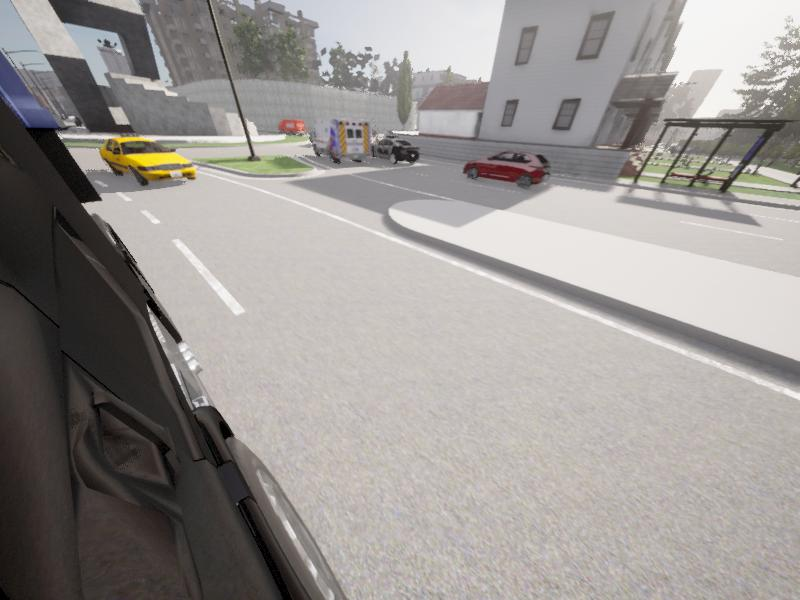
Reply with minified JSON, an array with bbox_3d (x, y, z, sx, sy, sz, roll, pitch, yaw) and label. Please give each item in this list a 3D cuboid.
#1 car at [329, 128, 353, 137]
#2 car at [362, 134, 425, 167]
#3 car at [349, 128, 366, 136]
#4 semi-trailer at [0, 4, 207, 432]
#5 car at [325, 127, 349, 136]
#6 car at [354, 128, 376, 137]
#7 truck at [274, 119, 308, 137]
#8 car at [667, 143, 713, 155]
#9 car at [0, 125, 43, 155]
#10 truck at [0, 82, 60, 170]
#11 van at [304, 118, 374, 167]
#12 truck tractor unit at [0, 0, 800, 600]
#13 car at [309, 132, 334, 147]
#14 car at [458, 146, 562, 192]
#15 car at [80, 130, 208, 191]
[{"bbox_3d":[-12.957,-37.096,51.059,1.812,1.442,4.674,32,46,33],"label":"car"},{"bbox_3d":[-0.651,-11.351,17.350,1.930,1.638,5.238,-23,44,-30],"label":"car"},{"bbox_3d":[-10.399,-41.658,57.218,1.845,1.501,3.633,31,45,32],"label":"car"},{"bbox_3d":[-9.027,-3.355,3.880,14.254,4.402,2.717,24,42,26],"label":"semi-trailer"},{"bbox_3d":[-14.601,-39.138,53.607,2.038,1.542,4.974,31,45,32],"label":"car"},{"bbox_3d":[-8.170,-39.945,55.070,2.038,1.542,4.974,31,45,32],"label":"car"},{"bbox_3d":[-20.851,-32.967,44.233,5.204,2.467,2.627,19,39,20],"label":"truck"},{"bbox_3d":[54.295,-28.395,43.400,2.038,1.542,4.974,-8,38,-14],"label":"car"},{"bbox_3d":[-25.737,-9.933,14.179,4.181,1.385,1.994,5,37,4],"label":"car"},{"bbox_3d":[-21.876,-8.298,10.186,8.468,3.827,2.891,8,37,8],"label":"truck"},{"bbox_3d":[-4.488,-11.463,16.614,2.351,2.431,6.366,-21,43,-28],"label":"van"},{"bbox_3d":[-2.645,-0.295,0.351,6.516,4.208,3.053,28,44,30],"label":"truck tractor unit"},{"bbox_3d":[-9.441,-19.626,28.129,1.895,1.301,4.718,-1,37,-4],"label":"car"},{"bbox_3d":[5.416,-6.848,11.858,4.193,1.474,1.816,31,45,32],"label":"car"},{"bbox_3d":[-10.615,-5.927,9.576,5.366,1.575,1.801,23,42,25],"label":"car"}]
